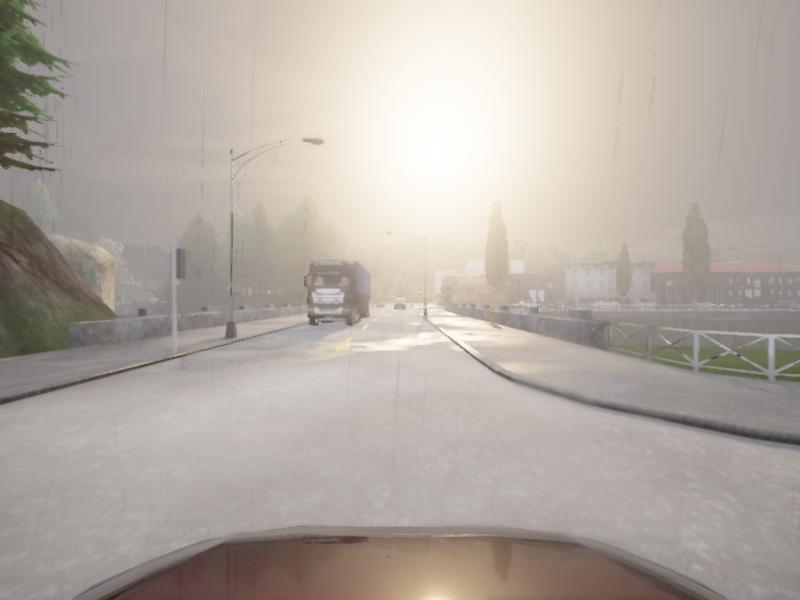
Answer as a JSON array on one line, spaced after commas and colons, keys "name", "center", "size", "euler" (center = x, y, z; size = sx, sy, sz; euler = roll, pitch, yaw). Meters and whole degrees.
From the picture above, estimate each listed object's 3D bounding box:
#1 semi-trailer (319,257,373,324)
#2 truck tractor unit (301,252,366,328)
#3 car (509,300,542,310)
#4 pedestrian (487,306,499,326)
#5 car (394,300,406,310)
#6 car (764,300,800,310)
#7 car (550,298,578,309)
[{"name": "semi-trailer", "center": [-4.072, -0.632, 33.481], "size": [2.717, 4.402, 14.254], "euler": [0, 0, -1]}, {"name": "truck tractor unit", "center": [-4.013, -0.535, 25.566], "size": [3.053, 4.208, 6.516], "euler": [0, 0, 0]}, {"name": "car", "center": [20.842, 0.801, 66.638], "size": [4.974, 1.542, 2.038], "euler": [0, 0, 0]}, {"name": "pedestrian", "center": [5.292, 0.904, 22.826], "size": [0.500, 1.100, 0.500], "euler": [0, 0, -6]}, {"name": "car", "center": [-0.008, 0.796, 67.742], "size": [2.038, 1.542, 4.974], "euler": [0, 0, 0]}, {"name": "car", "center": [64.191, 0.746, 66.705], "size": [5.238, 1.638, 1.930], "euler": [0, 0, 0]}, {"name": "car", "center": [27.340, 0.620, 66.668], "size": [3.866, 1.878, 1.905], "euler": [0, 0, 0]}]
